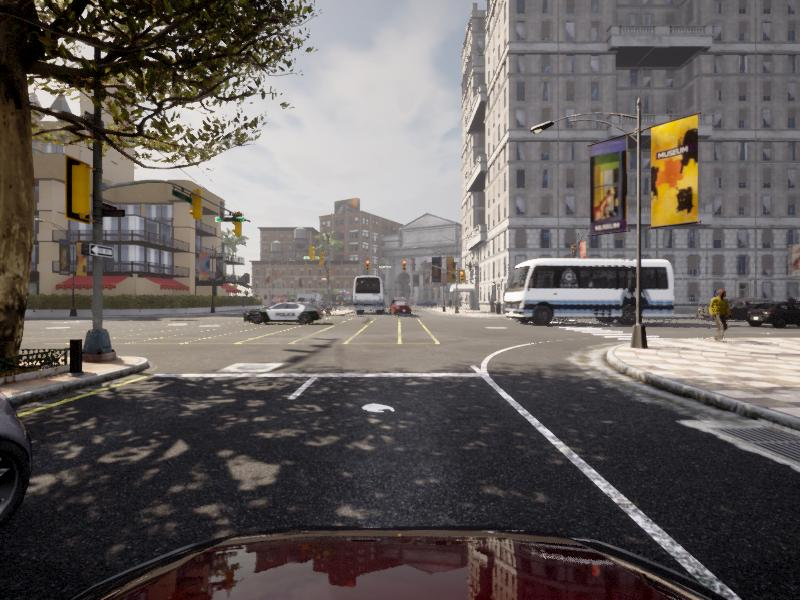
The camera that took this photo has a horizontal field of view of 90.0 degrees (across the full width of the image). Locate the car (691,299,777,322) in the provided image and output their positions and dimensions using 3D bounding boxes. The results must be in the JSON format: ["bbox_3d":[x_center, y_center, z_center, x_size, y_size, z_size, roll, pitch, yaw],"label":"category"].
[{"bbox_3d":[24.928,0.753,30.028,4.611,1.667,2.242,0,0,0],"label":"car"}]

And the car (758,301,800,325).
[{"bbox_3d":[26.883,0.825,26.532,4.514,1.525,2.007,0,0,0],"label":"car"}]

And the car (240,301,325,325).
[{"bbox_3d":[-7.628,0.824,26.348,4.974,1.542,2.038,0,0,0],"label":"car"}]

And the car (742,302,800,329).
[{"bbox_3d":[22.546,0.851,23.029,4.193,1.474,1.816,0,0,0],"label":"car"}]

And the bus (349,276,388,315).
[{"bbox_3d":[-3.622,-0.540,48.597,3.944,4.253,10.273,0,0,0],"label":"bus"}]

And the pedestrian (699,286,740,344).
[{"bbox_3d":[10.573,0.483,13.240,0.751,1.860,0.751,0,0,-3],"label":"pedestrian"}]

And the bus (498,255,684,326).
[{"bbox_3d":[12.081,-0.535,26.049,10.273,4.253,3.944,0,0,-4],"label":"bus"}]

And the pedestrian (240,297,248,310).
[{"bbox_3d":[-22.177,0.477,56.875,0.751,1.860,0.751,0,0,7],"label":"pedestrian"}]

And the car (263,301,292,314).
[{"bbox_3d":[-15.001,0.888,49.342,2.033,1.411,5.357,0,0,0],"label":"car"}]

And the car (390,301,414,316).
[{"bbox_3d":[0.114,0.864,41.404,1.812,1.442,4.674,0,0,-8],"label":"car"}]

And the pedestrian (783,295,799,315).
[{"bbox_3d":[37.260,0.480,38.124,0.751,1.860,0.751,0,0,-5],"label":"pedestrian"}]

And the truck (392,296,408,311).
[{"bbox_3d":[0.000,0.534,59.649,2.390,2.098,6.274,0,0,0],"label":"truck"}]

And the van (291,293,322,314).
[{"bbox_3d":[-11.502,0.371,49.802,2.351,2.431,6.366,0,0,0],"label":"van"}]

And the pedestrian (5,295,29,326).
[{"bbox_3d":[-23.467,0.634,24.513,0.751,1.860,0.751,0,0,4],"label":"pedestrian"}]

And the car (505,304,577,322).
[{"bbox_3d":[10.455,0.939,29.952,4.718,1.301,1.895,0,0,0],"label":"car"}]

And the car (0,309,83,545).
[{"bbox_3d":[-3.492,0.826,1.425,1.845,1.501,3.633,0,0,0],"label":"car"}]
